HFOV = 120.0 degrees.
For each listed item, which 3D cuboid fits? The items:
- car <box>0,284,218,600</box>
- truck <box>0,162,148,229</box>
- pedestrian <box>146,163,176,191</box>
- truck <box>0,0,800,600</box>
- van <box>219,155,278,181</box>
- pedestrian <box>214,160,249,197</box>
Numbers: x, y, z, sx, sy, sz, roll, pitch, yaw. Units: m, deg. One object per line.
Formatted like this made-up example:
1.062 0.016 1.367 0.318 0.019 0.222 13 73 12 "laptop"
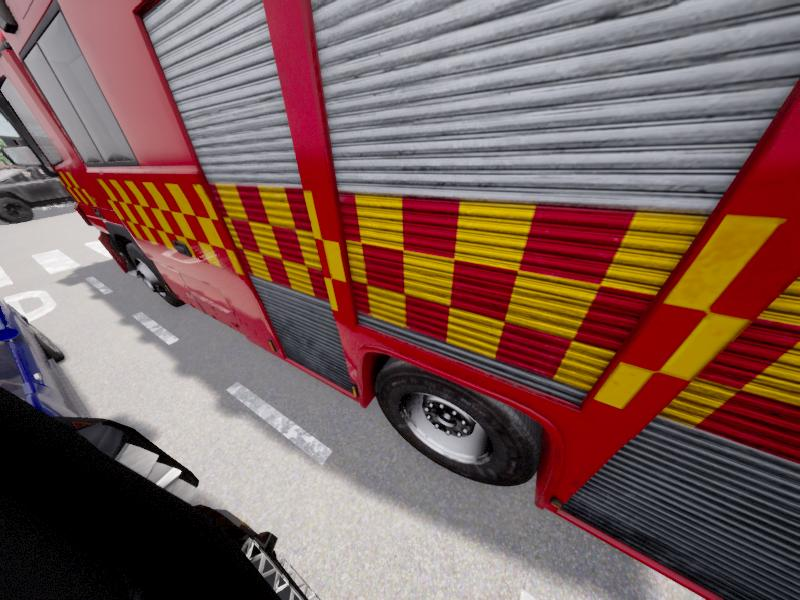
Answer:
-3.697 1.053 1.476 4.718 1.301 1.895 16 38 26 "car"
-17.524 -5.493 11.607 2.390 2.098 6.274 1 34 7 "truck"
-18.835 -9.732 18.235 0.751 1.860 0.751 16 38 27 "pedestrian"
-1.188 -1.507 2.851 8.468 3.827 2.891 16 38 26 "truck"
-15.599 -13.860 24.129 1.775 1.987 4.442 16 38 26 "van"
-9.995 -7.223 13.773 0.751 1.860 0.751 10 36 19 "pedestrian"
